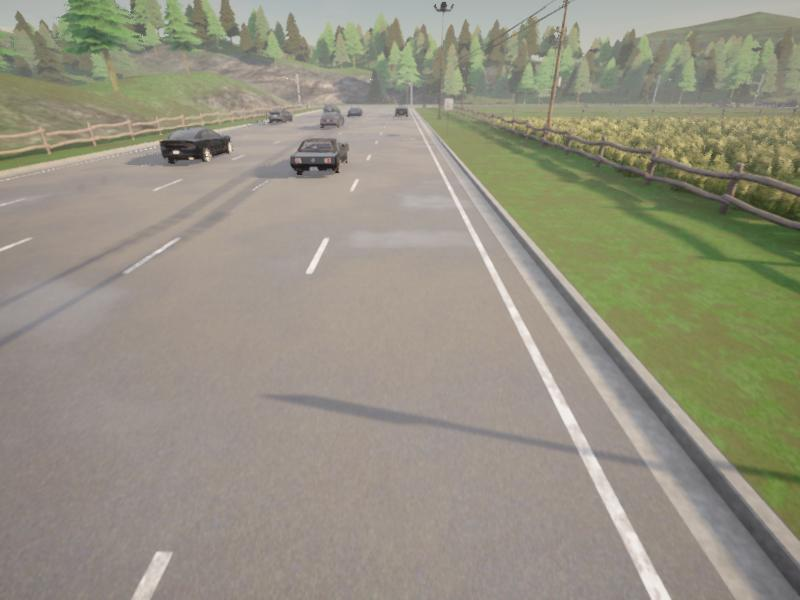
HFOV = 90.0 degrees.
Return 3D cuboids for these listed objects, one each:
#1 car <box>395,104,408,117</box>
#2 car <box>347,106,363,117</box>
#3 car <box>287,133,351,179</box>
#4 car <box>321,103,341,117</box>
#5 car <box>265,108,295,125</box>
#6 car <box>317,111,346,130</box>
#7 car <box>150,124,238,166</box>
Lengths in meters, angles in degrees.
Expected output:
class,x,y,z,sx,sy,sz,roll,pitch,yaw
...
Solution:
class,x,y,z,sx,sy,sz,roll,pitch,yaw
car,0.242,-29.059,61.219,1.930,1.638,5.238,0,27,0
car,-6.762,-28.668,60.759,1.994,1.385,4.181,0,27,0
car,-3.433,-6.534,17.876,1.895,1.301,4.718,0,27,0
car,-10.264,-28.499,59.985,2.097,1.767,4.553,0,27,0
car,-13.818,-21.302,46.312,2.007,1.525,4.514,0,27,0
car,-6.850,-18.220,40.461,2.033,1.411,5.357,0,27,0
car,-10.422,-8.145,20.754,1.882,1.535,5.008,0,27,0
